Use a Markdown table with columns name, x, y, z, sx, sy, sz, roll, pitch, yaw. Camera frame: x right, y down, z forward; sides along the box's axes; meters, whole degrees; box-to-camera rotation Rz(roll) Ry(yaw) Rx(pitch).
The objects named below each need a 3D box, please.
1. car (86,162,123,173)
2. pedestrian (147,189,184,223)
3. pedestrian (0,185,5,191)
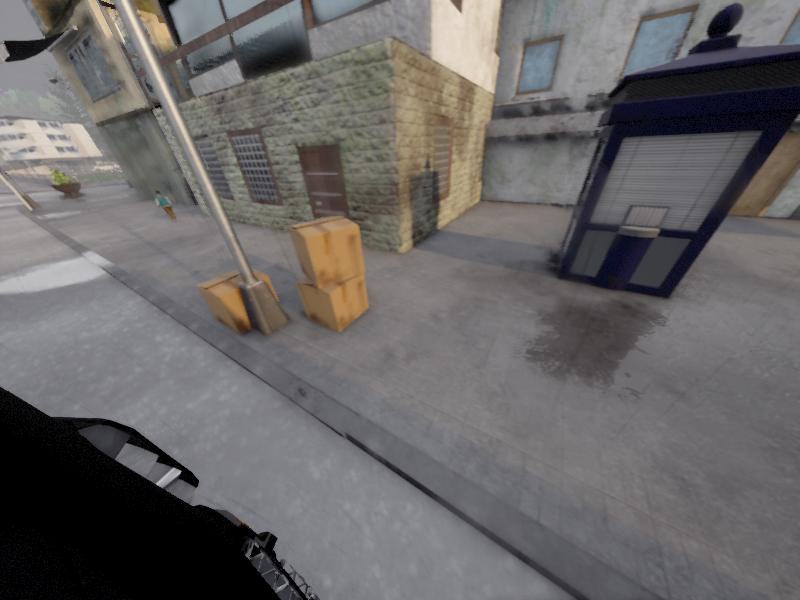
| name | x | y | z | sx | sy | sz | roll | pitch | yaw |
| --- | --- | --- | --- | --- | --- | --- | --- | --- | --- |
| car | -79.959 | -35.982 | 62.609 | 2.150 | 2.045 | 5.566 | 16 | 38 | 27 |
| pedestrian | -8.997 | -3.619 | 8.898 | 0.500 | 1.100 | 0.500 | 20 | 40 | 30 |
| pedestrian | -41.738 | -11.997 | 23.384 | 0.751 | 1.860 | 0.751 | 3 | 34 | 9 |
